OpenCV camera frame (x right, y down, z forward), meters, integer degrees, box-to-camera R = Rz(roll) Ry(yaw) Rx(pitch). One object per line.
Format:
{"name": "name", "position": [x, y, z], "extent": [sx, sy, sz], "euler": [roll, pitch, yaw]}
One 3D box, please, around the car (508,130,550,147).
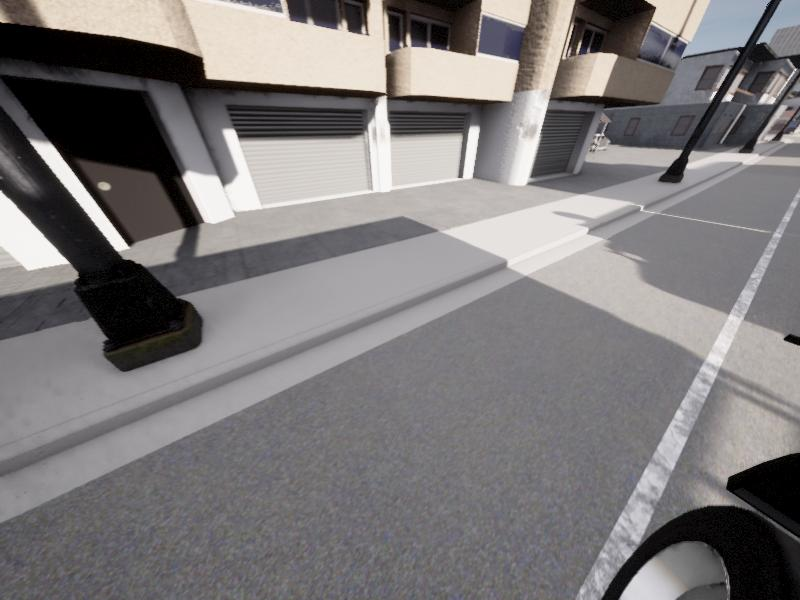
{"name": "car", "position": [16.752, -21.060, 30.039], "extent": [5.027, 1.636, 2.152], "euler": [-22, 40, -26]}

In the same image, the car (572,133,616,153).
{"name": "car", "position": [20.344, -16.529, 24.257], "extent": [3.806, 1.475, 1.970], "euler": [-23, 41, -25]}
